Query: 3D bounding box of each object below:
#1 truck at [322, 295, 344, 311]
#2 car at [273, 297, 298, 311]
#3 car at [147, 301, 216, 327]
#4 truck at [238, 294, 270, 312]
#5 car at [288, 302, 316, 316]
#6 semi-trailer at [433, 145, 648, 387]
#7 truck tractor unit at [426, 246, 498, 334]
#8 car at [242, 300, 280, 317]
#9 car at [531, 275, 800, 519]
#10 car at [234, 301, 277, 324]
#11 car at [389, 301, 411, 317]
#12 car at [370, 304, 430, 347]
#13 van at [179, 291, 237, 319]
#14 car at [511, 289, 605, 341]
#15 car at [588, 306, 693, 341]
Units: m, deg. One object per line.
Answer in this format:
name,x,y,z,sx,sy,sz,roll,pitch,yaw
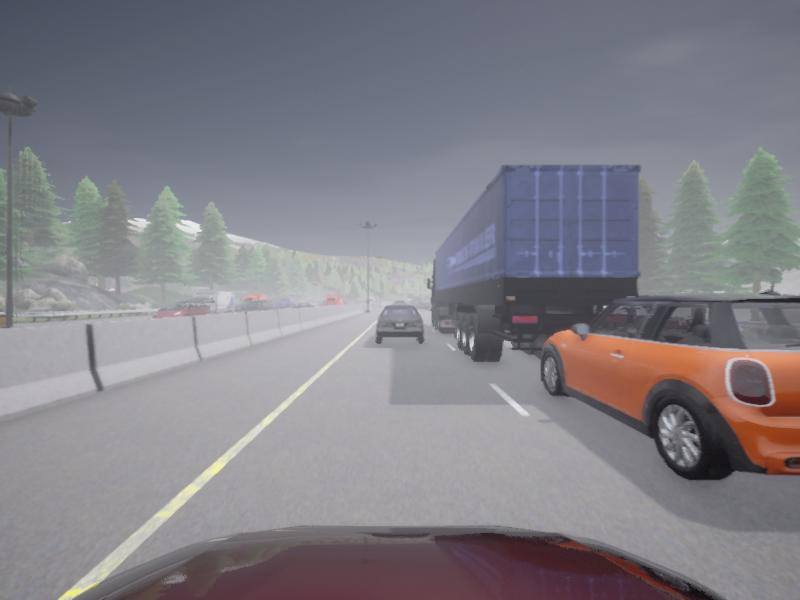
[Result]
truck,-10.462,0.445,63.153,2.627,2.467,5.204,0,-1,0
car,-17.454,0.645,61.255,2.150,2.045,5.566,0,0,1
car,-14.009,0.862,26.026,2.007,1.525,4.514,0,0,0
truck,-20.974,0.437,57.806,2.627,2.467,5.204,0,0,0
car,-10.501,0.962,43.325,1.994,1.385,4.181,0,0,0
semi-trailer,3.138,-0.600,14.385,2.717,4.402,14.254,0,0,0
truck tractor unit,3.155,-0.496,22.295,3.053,4.208,6.516,0,0,1
car,-14.004,0.808,40.605,2.242,1.667,4.611,0,0,0
car,3.500,0.711,5.175,2.097,1.767,4.553,0,0,0
car,-10.510,0.855,29.359,1.789,1.549,3.705,0,0,0
car,0.005,0.881,40.719,2.038,1.542,4.974,0,0,0
car,-0.004,0.916,16.368,2.033,1.411,5.357,0,0,0
van,-17.514,0.425,36.985,2.351,2.431,6.366,0,0,0
car,6.995,0.593,18.543,2.150,2.045,5.566,0,0,0
car,10.494,0.967,17.983,1.895,1.301,4.718,0,0,0
